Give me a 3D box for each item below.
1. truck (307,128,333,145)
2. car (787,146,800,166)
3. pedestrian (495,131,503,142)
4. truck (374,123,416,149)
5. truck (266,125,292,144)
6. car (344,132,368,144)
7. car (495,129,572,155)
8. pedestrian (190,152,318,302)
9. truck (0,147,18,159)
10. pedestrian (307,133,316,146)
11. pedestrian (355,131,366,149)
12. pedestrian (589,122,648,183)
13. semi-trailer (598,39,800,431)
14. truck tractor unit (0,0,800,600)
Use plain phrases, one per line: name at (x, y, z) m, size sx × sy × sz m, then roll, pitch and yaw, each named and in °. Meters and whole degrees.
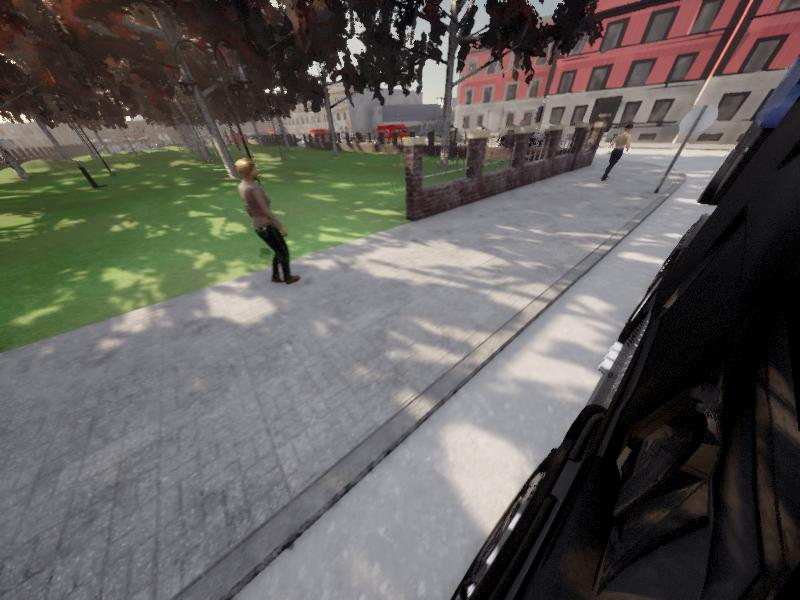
truck at (-15.760, -32.144, 45.509) m, size 2.627 × 2.467 × 5.204 m, roll -27°, pitch 41°, yaw -29°
car at (20.594, -6.271, 9.480) m, size 1.812 × 1.442 × 4.674 m, roll -28°, pitch 44°, yaw -29°
pedestrian at (12.433, -20.445, 28.973) m, size 0.500 × 1.100 × 0.500 m, roll 28°, pitch 47°, yaw 34°
truck at (-0.686, -21.587, 30.419) m, size 2.627 × 2.467 × 5.204 m, roll -28°, pitch 43°, yaw -29°
truck at (-32.565, -44.259, 61.935) m, size 2.891 × 3.827 × 8.468 m, roll -28°, pitch 43°, yaw -29°
car at (-8.228, -30.335, 43.268) m, size 2.033 × 1.649 × 4.856 m, roll -28°, pitch 43°, yaw -29°
car at (10.856, -13.135, 19.180) m, size 1.882 × 1.535 × 5.008 m, roll -28°, pitch 44°, yaw -29°
pedestrian at (-1.977, -1.027, 3.387) m, size 0.751 × 1.860 × 0.751 m, roll 24°, pitch 44°, yaw 31°
truck at (-95.451, -33.960, 53.717) m, size 6.274 × 2.098 × 2.390 m, roll -28°, pitch 43°, yaw -29°
pedestrian at (-14.682, -26.713, 38.451) m, size 0.751 × 1.860 × 0.751 m, roll -28°, pitch 44°, yaw -30°
pedestrian at (-4.876, -19.837, 28.650) m, size 0.751 × 1.860 × 0.751 m, roll -28°, pitch 43°, yaw -29°
pedestrian at (8.325, -5.654, 8.889) m, size 0.751 × 1.860 × 0.751 m, roll -17°, pitch 39°, yaw -18°
semi-trailer at (8.699, -3.609, 4.221) m, size 14.254 × 4.402 × 2.717 m, roll -28°, pitch 44°, yaw -30°
truck tractor unit at (2.645, -0.295, 0.351) m, size 6.516 × 4.208 × 3.053 m, roll -28°, pitch 44°, yaw -30°
